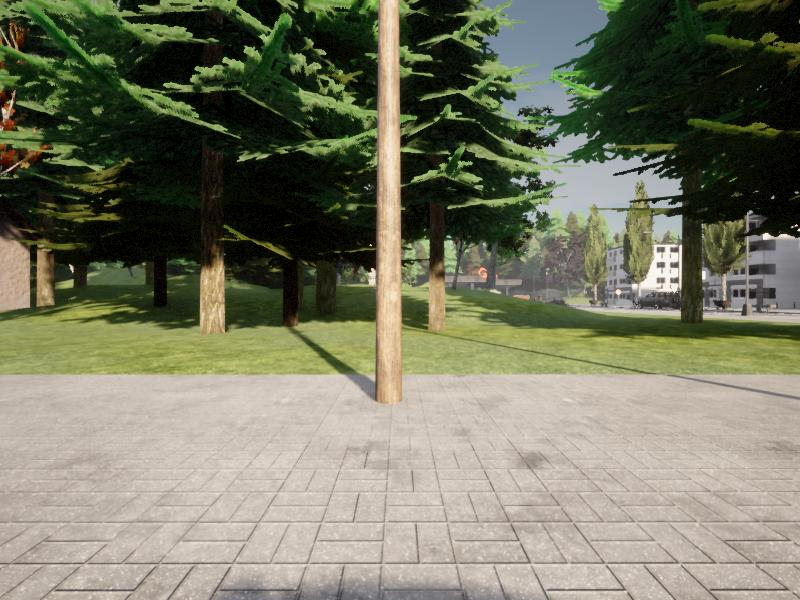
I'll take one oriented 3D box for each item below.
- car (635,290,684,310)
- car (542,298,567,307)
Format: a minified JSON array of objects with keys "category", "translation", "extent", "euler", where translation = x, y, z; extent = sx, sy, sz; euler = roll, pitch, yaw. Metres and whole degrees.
[{"category":"car","translation":[25.591,0.051,39.658],"extent":[1.932,1.855,4.605],"euler":[0,0,0]},{"category":"car","translation":[25.579,0.439,66.467],"extent":[1.837,1.490,4.892],"euler":[0,0,-5]}]
